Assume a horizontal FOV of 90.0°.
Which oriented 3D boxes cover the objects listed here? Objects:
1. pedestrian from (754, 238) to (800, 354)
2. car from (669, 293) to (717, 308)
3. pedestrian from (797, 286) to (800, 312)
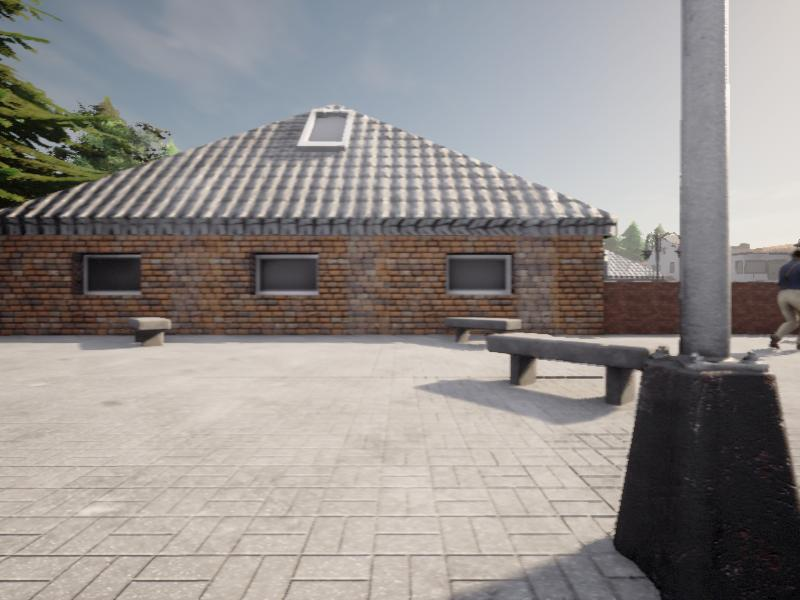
[{"bbox_3d":[6.724,-0.067,6.791,0.751,1.860,0.751,0,0,-3],"label":"pedestrian"},{"bbox_3d":[37.836,0.056,51.855,1.932,1.855,4.605,-2,1,-31],"label":"car"},{"bbox_3d":[28.374,-0.065,27.842,0.751,1.860,0.751,0,0,-14],"label":"pedestrian"}]
